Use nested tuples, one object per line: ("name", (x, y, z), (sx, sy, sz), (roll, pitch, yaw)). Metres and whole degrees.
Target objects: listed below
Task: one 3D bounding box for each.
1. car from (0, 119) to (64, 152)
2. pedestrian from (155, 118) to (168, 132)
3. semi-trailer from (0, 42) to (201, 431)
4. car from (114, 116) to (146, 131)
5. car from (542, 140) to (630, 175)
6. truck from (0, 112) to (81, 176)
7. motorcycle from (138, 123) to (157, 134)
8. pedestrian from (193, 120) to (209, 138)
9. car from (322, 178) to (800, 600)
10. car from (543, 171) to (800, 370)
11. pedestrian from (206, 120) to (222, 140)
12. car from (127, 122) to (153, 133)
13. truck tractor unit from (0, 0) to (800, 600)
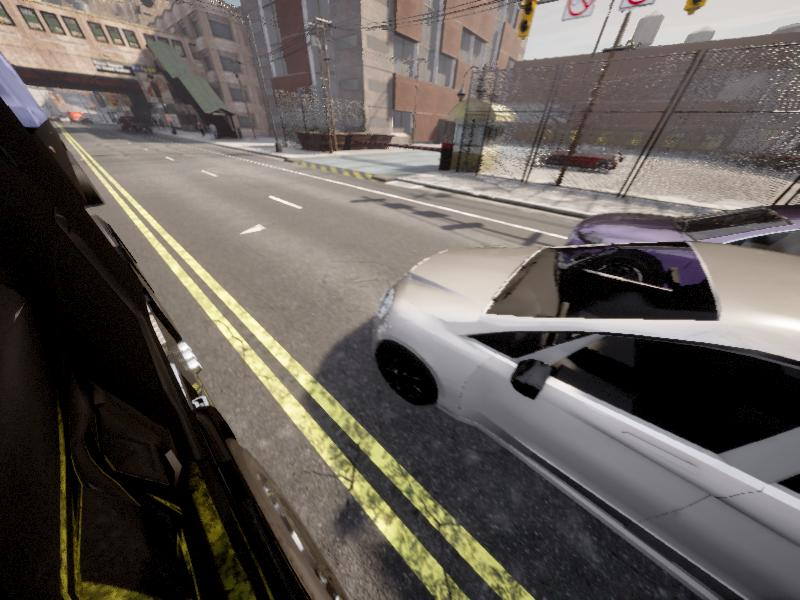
("car", (-26.153, -11.731, 16.414), (5.238, 1.638, 1.930), (28, 44, 30))
("pedestrian", (-40.086, -29.492, 38.890), (0.751, 1.860, 0.751), (28, 44, 30))
("semi-trailer", (-8.690, -3.599, 4.253), (14.254, 4.402, 2.717), (28, 44, 30))
("car", (-48.821, -31.897, 41.727), (5.566, 2.045, 2.435), (28, 43, 30))
("car", (13.576, -10.663, 17.116), (4.553, 1.767, 2.185), (28, 43, 30))
("truck", (-17.953, -7.558, 10.939), (6.274, 2.098, 2.390), (28, 44, 30))
("motorcycle", (-38.159, -25.924, 34.969), (0.764, 1.277, 2.356), (-11, 39, -17))
("pedestrian", (-25.482, -21.897, 29.602), (0.751, 1.860, 0.751), (28, 44, 30))
("car", (1.865, 0.465, 1.752), (4.611, 1.667, 2.242), (29, 44, 30))
("car", (5.209, -0.451, 3.220), (4.856, 1.649, 2.033), (29, 44, 30))
("pedestrian", (-21.922, -19.973, 27.240), (0.751, 1.860, 0.751), (29, 44, 31))
("car", (-43.145, -28.614, 38.286), (4.718, 1.301, 1.895), (28, 43, 30))
("truck tractor unit", (-2.645, -0.295, 0.351), (6.516, 4.208, 3.053), (28, 44, 30))
